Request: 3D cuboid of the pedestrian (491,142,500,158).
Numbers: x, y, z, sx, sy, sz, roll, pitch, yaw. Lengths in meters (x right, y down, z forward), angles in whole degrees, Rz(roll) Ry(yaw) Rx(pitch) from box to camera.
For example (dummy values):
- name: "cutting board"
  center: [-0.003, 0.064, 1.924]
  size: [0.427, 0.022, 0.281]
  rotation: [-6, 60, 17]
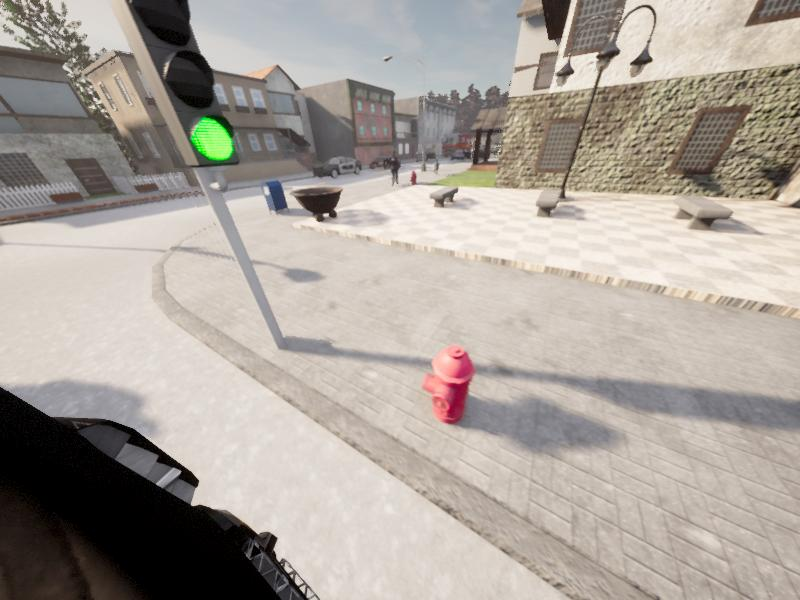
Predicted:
- name: "pedestrian"
  center: [13.742, -21.565, 33.278]
  size: [0.751, 1.860, 0.751]
  rotation: [19, 39, 29]

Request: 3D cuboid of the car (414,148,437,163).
- name: "car"
  center: [3.744, -20.888, 33.408]
  size: [1.789, 1.549, 3.705]
  rotation: [16, 39, 26]

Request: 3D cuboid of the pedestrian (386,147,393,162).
- name: "pedestrian"
  center: [-1.556, -21.580, 34.286]
  size: [0.751, 1.860, 0.751]
  rotation: [17, 38, 27]

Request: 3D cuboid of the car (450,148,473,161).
- name: "car"
  center: [9.176, -21.709, 34.459]
  size: [1.994, 1.385, 4.181]
  rotation: [16, 38, 26]

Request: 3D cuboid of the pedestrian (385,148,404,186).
- name: "pedestrian"
  center: [-0.293, -7.745, 13.527]
  size: [0.751, 1.860, 0.751]
  rotation: [10, 36, 18]

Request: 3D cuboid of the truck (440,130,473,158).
- name: "truck"
  center: [10.485, -28.458, 42.244]
  size: [2.891, 3.827, 8.468]
  rotation: [16, 38, 26]

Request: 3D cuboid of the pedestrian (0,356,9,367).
- name: "pedestrian"
  center: [-5.416, 0.233, 2.145]
  size: [0.751, 1.860, 0.751]
  rotation: [0, 34, 4]

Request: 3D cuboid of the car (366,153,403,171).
- name: "car"
  center: [-1.643, -15.556, 25.968]
  size: [1.994, 1.385, 4.181]
  rotation: [17, 38, 26]

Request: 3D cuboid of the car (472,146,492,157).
- name: "car"
  center: [15.211, -27.617, 42.872]
  size: [2.033, 1.411, 5.357]
  rotation: [17, 38, 26]

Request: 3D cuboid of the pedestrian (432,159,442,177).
- name: "pedestrian"
  center: [2.728, -9.754, 17.031]
  size: [0.500, 1.100, 0.500]
  rotation: [18, 39, 28]

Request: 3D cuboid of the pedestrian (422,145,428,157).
- name: "pedestrian"
  center: [4.676, -27.579, 42.843]
  size: [0.751, 1.860, 0.751]
  rotation: [23, 41, 33]

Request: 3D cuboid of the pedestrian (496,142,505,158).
- name: "pedestrian"
  center: [14.258, -21.240, 32.760]
  size: [0.751, 1.860, 0.751]
  rotation: [16, 38, 26]

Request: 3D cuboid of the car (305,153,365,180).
- name: "car"
  center: [-5.546, -11.946, 20.583]
  size: [1.930, 1.638, 5.238]
  rotation: [16, 38, 25]
